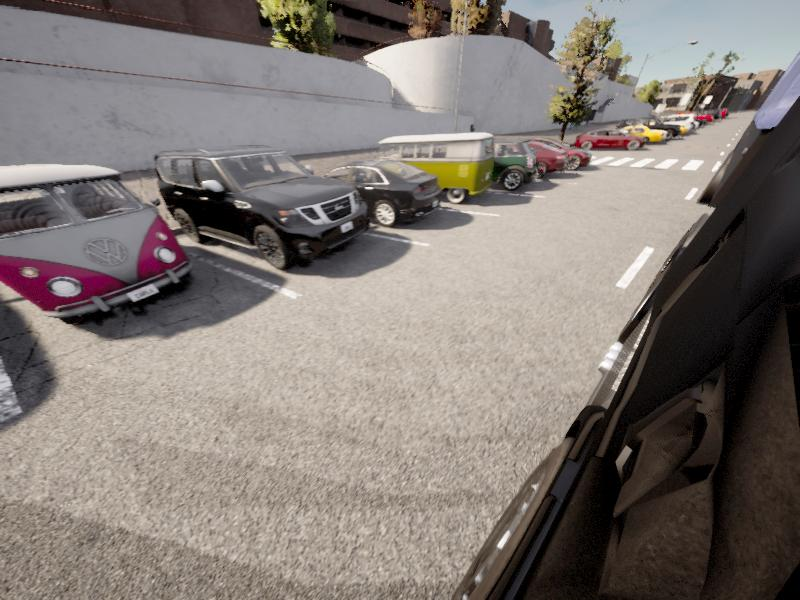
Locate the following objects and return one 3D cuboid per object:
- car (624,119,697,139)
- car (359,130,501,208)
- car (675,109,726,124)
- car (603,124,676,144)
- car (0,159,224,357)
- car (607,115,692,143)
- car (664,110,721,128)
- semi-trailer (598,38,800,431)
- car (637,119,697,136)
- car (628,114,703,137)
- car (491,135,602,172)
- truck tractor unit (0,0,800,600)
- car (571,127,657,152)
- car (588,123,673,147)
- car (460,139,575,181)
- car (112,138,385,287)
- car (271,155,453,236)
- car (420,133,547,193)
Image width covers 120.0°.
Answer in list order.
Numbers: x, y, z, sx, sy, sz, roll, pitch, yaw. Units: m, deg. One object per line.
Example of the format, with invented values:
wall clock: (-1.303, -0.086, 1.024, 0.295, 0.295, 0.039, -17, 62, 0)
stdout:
car: (31.103, -20.572, 27.873, 5.366, 1.575, 1.946, 17, 41, 26)
car: (0.991, -4.859, 8.496, 4.442, 1.987, 1.878, 17, 41, 25)
car: (60.739, -37.176, 46.913, 5.566, 2.045, 2.435, 17, 41, 26)
car: (24.050, -16.873, 23.522, 4.674, 1.452, 2.002, 17, 40, 25)
car: (-5.651, -1.148, 3.948, 4.442, 1.987, 1.878, 17, 40, 25)
car: (26.365, -18.333, 24.829, 5.566, 2.045, 2.435, 17, 40, 25)
car: (51.617, -32.136, 41.025, 5.566, 2.045, 2.435, 16, 41, 26)
semi-trailer: (8.692, -3.609, 4.235, 14.254, 4.402, 2.717, -28, 43, -30)
car: (35.511, -23.094, 30.935, 4.792, 1.488, 2.163, 17, 41, 26)
car: (33.202, -22.071, 29.294, 5.566, 2.045, 2.435, 17, 41, 26)
car: (7.996, -8.283, 13.051, 4.792, 1.488, 2.163, 17, 40, 25)
truck tractor unit: (2.645, -0.295, 0.351, 6.516, 4.208, 3.053, -28, 44, -30)
car: (17.184, -13.186, 19.025, 4.792, 1.488, 2.163, 17, 40, 25)
car: (21.589, -15.718, 22.077, 5.366, 1.575, 1.946, 17, 41, 25)
car: (5.673, -7.050, 11.569, 4.674, 1.452, 2.002, 17, 41, 25)
car: (-3.446, -2.410, 5.456, 5.566, 2.045, 2.435, 17, 40, 25)
car: (-1.174, -3.427, 7.093, 4.892, 1.521, 2.231, 17, 41, 25)
car: (3.407, -5.959, 9.977, 4.553, 1.767, 2.185, 17, 41, 25)
